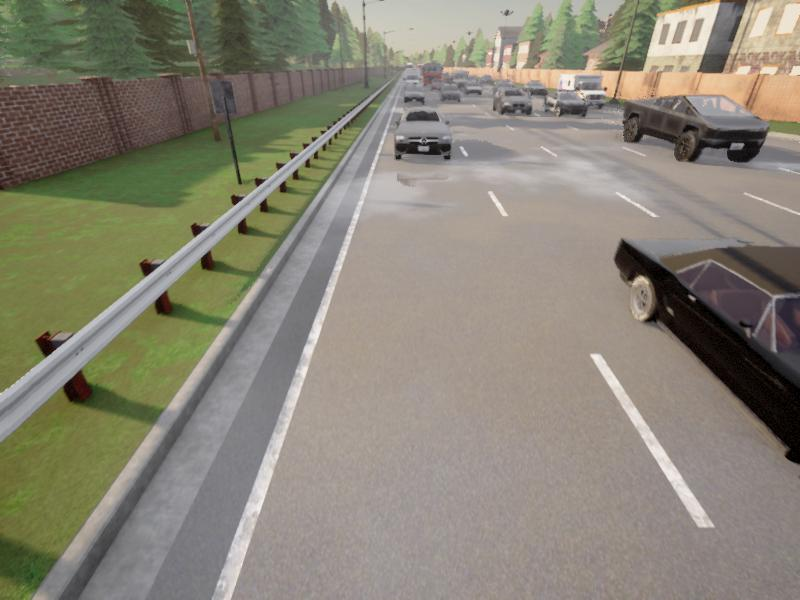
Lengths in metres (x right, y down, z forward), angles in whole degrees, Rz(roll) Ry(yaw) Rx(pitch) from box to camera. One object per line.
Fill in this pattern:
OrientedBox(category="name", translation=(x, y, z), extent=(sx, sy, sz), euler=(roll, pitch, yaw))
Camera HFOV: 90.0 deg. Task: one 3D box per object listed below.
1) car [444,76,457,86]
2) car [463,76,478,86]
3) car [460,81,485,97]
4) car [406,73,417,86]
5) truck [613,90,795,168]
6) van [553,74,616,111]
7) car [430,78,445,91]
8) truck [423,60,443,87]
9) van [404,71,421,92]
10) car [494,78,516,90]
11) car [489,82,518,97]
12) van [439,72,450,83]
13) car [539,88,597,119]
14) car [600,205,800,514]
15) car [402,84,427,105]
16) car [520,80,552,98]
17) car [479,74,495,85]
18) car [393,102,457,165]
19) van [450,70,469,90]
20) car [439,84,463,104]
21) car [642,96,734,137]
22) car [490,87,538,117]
OrientedBox(category="car", translation=(9.085, -39.608, 72.176), extent=(1.845, 1.501, 3.633), euler=(1, 30, 1))
OrientedBox(category="car", translation=(12.625, -39.379, 71.963), extent=(1.970, 1.475, 3.806), euler=(1, 30, 1))
OrientedBox(category="car", translation=(8.552, -25.115, 47.569), extent=(2.033, 1.411, 5.357), euler=(1, 30, 1))
OrientedBox(category="car", translation=(2.077, -39.537, 71.744), extent=(1.932, 1.855, 4.605), euler=(1, 30, 1))
OrientedBox(category="truck", translation=(11.374, -7.021, 15.938), extent=(2.390, 2.098, 6.274), euler=(1, 30, 1))
OrientedBox(category="van", translation=(15.258, -17.590, 33.686), extent=(2.351, 2.431, 6.366), euler=(1, 30, 1))
OrientedBox(category="car", translation=(5.239, -30.240, 56.157), extent=(1.845, 1.501, 3.633), euler=(1, 30, 1))
OrientedBox(category="truck", translation=(5.533, -39.277, 69.365), extent=(2.891, 3.827, 8.468), euler=(1, 30, 1))
OrientedBox(category="van", translation=(1.766, -31.396, 57.270), extent=(2.351, 2.431, 6.366), euler=(1, 30, 1))
OrientedBox(category="car", translation=(15.832, -32.676, 60.488), extent=(2.033, 1.411, 5.357), euler=(1, 30, 1))
OrientedBox(category="car", translation=(12.037, -24.681, 46.830), extent=(2.033, 1.411, 5.357), euler=(1, 30, 1))
OrientedBox(category="van", translation=(9.339, -46.625, 83.759), extent=(1.775, 1.987, 4.442), euler=(1, 30, 1))
OrientedBox(category="car", translation=(11.636, -13.898, 28.147), extent=(1.930, 1.638, 5.238), euler=(1, 30, 1))
OrientedBox(category="car", translation=(4.112, 0.395, 4.046), extent=(1.895, 1.301, 4.718), euler=(1, 30, 1))
OrientedBox(category="car", translation=(1.348, -19.617, 38.076), extent=(2.163, 1.488, 4.792), euler=(1, 30, 1))
OrientedBox(category="car", translation=(15.524, -24.380, 46.074), extent=(1.930, 1.638, 5.238), euler=(1, 30, 1))
OrientedBox(category="car", translation=(16.134, -40.953, 74.265), extent=(2.097, 1.767, 4.553), euler=(1, 30, 1))
OrientedBox(category="car", translation=(0.874, -6.827, 16.067), extent=(2.152, 1.651, 5.027), euler=(1, 30, 1))
OrientedBox(category="van", translation=(8.828, -33.143, 60.118), extent=(1.988, 2.561, 5.915), euler=(1, 30, 1))
OrientedBox(category="car", translation=(4.868, -20.160, 38.994), extent=(1.837, 1.490, 4.892), euler=(1, 30, 1))
OrientedBox(category="car", translation=(14.983, -9.767, 21.123), extent=(1.851, 1.617, 3.988), euler=(1, 30, 1))
OrientedBox(category="car", translation=(8.156, -14.507, 29.157), extent=(2.242, 1.667, 4.611), euler=(1, 30, 1))
